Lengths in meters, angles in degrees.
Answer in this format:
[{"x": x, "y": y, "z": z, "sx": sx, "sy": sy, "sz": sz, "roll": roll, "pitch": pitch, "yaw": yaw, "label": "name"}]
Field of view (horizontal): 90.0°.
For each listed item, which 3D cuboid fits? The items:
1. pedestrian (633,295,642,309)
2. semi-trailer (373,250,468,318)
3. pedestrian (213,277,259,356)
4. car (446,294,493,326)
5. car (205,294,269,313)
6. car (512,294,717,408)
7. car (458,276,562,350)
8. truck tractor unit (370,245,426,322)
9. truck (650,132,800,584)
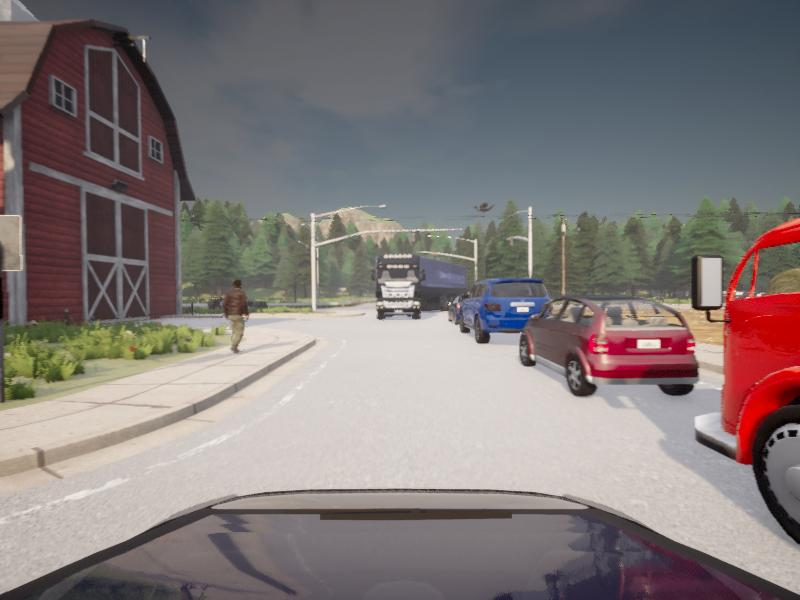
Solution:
[{"x": 19.743, "y": 0.167, "z": 33.251, "sx": 0.500, "sy": 1.100, "sz": 0.500, "roll": 0, "pitch": 1, "yaw": 6, "label": "pedestrian"}, {"x": 2.392, "y": -1.173, "z": 32.829, "sx": 2.717, "sy": 4.402, "sz": 14.254, "roll": -1, "pitch": 1, "yaw": 24, "label": "semi-trailer"}, {"x": -4.034, "y": 0.380, "z": 9.876, "sx": 0.751, "sy": 1.860, "sz": 0.751, "roll": 0, "pitch": 1, "yaw": 9, "label": "pedestrian"}, {"x": 3.513, "y": 0.462, "z": 20.808, "sx": 1.845, "sy": 1.501, "sz": 3.633, "roll": 0, "pitch": 1, "yaw": 0, "label": "car"}, {"x": -15.302, "y": 0.326, "z": 37.770, "sx": 5.238, "sy": 1.638, "sz": 1.930, "roll": -1, "pitch": 1, "yaw": 1, "label": "car"}, {"x": 3.499, "y": 0.682, "z": 7.399, "sx": 1.789, "sy": 1.549, "sz": 3.705, "roll": -1, "pitch": 1, "yaw": 0, "label": "car"}, {"x": 3.495, "y": 0.323, "z": 14.026, "sx": 2.150, "sy": 2.045, "sz": 5.566, "roll": -1, "pitch": 1, "yaw": 0, "label": "car"}, {"x": -0.076, "y": -0.935, "z": 25.445, "sx": 3.053, "sy": 4.208, "sz": 6.516, "roll": 0, "pitch": 0, "yaw": 1, "label": "truck tractor unit"}, {"x": 3.490, "y": 0.332, "z": 0.882, "sx": 2.627, "sy": 2.467, "sz": 5.204, "roll": 0, "pitch": 1, "yaw": 0, "label": "truck"}]
